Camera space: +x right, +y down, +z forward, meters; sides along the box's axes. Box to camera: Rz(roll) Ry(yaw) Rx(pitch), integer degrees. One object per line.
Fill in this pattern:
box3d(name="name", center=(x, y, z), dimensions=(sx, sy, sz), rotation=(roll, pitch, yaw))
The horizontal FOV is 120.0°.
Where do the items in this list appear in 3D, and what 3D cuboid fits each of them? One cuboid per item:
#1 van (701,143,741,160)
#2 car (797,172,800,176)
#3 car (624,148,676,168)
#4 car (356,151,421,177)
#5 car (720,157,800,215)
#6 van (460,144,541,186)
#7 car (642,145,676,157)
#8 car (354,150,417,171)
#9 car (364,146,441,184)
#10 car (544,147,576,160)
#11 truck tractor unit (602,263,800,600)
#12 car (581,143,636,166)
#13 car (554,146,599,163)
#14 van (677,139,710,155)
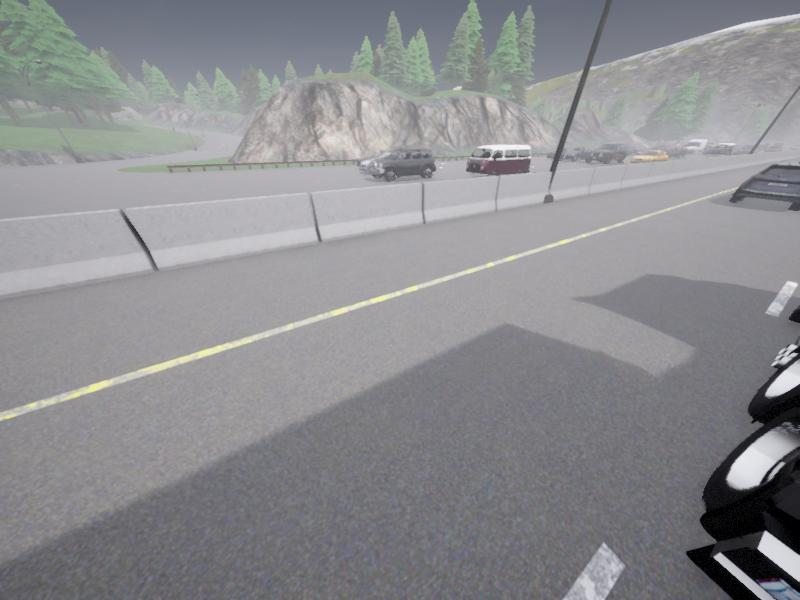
box3d(name="van", center=(48.719, -22.585, 35.071), dimensions=(4.480, 2.038, 2.069), rotation=(-18, 39, -25))
box3d(name="car", center=(34.835, -10.841, 18.730), dimensions=(4.718, 1.301, 1.895), rotation=(-18, 39, -24))
box3d(name="car", center=(26.858, -15.286, 24.800), dimensions=(5.366, 1.575, 1.801), rotation=(-18, 39, -24))
box3d(name="car", center=(-0.848, -10.829, 18.288), dimensions=(4.674, 1.442, 1.812), rotation=(-18, 39, -24))
box3d(name="car", center=(16.893, -5.139, 10.099), dimensions=(4.856, 1.649, 2.033), rotation=(-18, 39, -24))
box3d(name="van", center=(6.447, -8.831, 14.959), dimensions=(4.480, 2.038, 2.069), rotation=(-18, 39, -25))
box3d(name="car", center=(44.740, -25.756, 39.913), dimensions=(4.611, 1.667, 2.242), rotation=(-18, 39, -24))
box3d(name="car", center=(-1.282, -12.977, 21.413), dimensions=(5.357, 1.411, 2.033), rotation=(-18, 39, -24))
box3d(name="car", center=(0.213, -9.048, 15.352), dimensions=(4.605, 1.855, 1.932), rotation=(-19, 39, -24))
box3d(name="car", center=(22.640, -20.816, 32.756), dimensions=(3.633, 1.501, 1.845), rotation=(-18, 39, -24))
box3d(name="truck tractor unit", center=(5.105, -0.308, 0.780), dimensions=(6.516, 4.208, 3.053), rotation=(-19, 39, -24))
box3d(name="car", center=(24.039, -16.869, 26.640), dimensions=(5.566, 2.045, 2.150), rotation=(-18, 39, -24))
box3d(name="car", center=(22.309, -18.438, 29.254), dimensions=(5.027, 1.651, 2.152), rotation=(-18, 39, -24))
box3d(name="van", center=(59.131, -30.816, 46.503), dimensions=(5.915, 2.561, 1.988), rotation=(-18, 39, -24))
